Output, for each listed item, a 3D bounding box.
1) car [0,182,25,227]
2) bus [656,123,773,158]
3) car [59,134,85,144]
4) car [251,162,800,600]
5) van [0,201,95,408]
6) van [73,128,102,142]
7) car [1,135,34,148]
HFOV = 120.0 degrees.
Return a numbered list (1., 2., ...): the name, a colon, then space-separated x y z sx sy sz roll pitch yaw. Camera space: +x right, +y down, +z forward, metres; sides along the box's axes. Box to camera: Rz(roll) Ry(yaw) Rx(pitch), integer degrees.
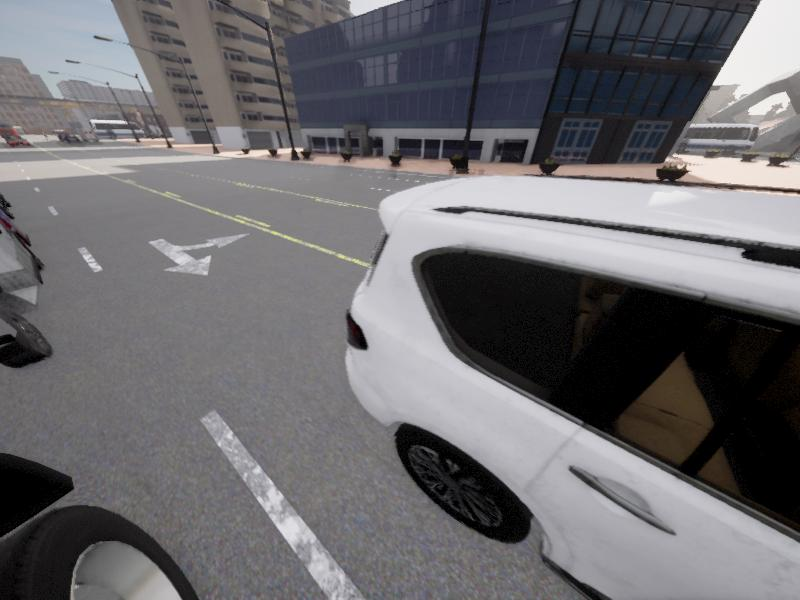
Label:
1. car: -14.559 -3.363 7.365 4.902 1.511 2.128 22 41 28
2. bus: 51.515 -26.759 38.566 3.944 4.253 10.273 -17 40 -23
3. car: -67.911 -33.254 47.793 4.902 1.511 2.128 24 41 27
4. car: 2.166 0.725 1.126 5.566 2.045 2.150 22 41 28
5. van: -6.938 -0.694 2.786 6.366 2.431 2.351 21 40 28
6. van: -72.309 -38.097 53.392 6.366 2.431 2.351 23 41 27
7. car: -65.415 -27.137 39.500 4.611 1.667 2.242 24 41 27
